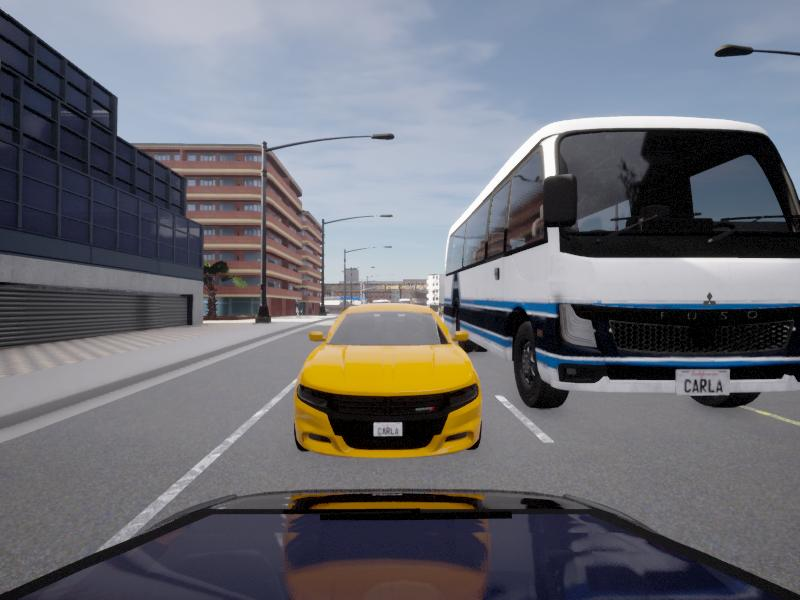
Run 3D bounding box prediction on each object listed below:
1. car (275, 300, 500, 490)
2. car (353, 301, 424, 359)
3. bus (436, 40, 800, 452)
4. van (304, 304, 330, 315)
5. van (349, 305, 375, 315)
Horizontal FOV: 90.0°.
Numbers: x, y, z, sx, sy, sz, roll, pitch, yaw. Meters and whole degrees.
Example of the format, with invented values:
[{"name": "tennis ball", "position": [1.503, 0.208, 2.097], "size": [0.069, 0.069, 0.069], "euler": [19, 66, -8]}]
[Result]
[{"name": "car", "position": [-0.158, 0.790, 5.854], "size": [1.882, 1.535, 5.008], "euler": [0, 1, -1]}, {"name": "car", "position": [-0.325, 0.768, 12.619], "size": [1.812, 1.442, 4.674], "euler": [0, 1, -1]}, {"name": "bus", "position": [3.384, -0.601, 9.306], "size": [3.944, 4.253, 10.273], "euler": [0, 1, -1]}, {"name": "van", "position": [-19.654, 2.234, 95.167], "size": [5.915, 2.561, 1.988], "euler": [0, -1, -2]}, {"name": "van", "position": [-9.316, 2.372, 99.113], "size": [6.366, 2.431, 2.351], "euler": [0, -1, -2]}]
